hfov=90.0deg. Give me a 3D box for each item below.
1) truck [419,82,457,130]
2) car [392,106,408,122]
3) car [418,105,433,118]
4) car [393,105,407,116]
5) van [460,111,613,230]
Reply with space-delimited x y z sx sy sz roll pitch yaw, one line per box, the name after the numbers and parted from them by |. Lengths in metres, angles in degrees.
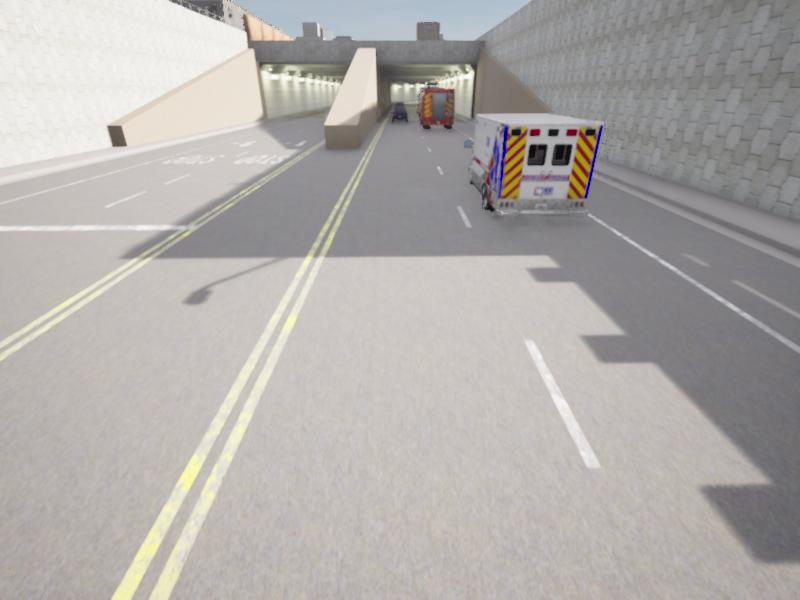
3.497 -19.173 39.424 2.891 3.827 8.468 0 27 0 | truck
-0.012 -22.299 47.951 1.882 1.535 5.008 0 28 0 | car
3.487 -26.343 55.855 1.812 1.442 4.674 0 27 0 | car
-0.014 -28.331 59.754 2.033 1.411 5.357 0 27 0 | car
3.505 -4.274 12.176 2.351 2.431 6.366 0 27 0 | van
